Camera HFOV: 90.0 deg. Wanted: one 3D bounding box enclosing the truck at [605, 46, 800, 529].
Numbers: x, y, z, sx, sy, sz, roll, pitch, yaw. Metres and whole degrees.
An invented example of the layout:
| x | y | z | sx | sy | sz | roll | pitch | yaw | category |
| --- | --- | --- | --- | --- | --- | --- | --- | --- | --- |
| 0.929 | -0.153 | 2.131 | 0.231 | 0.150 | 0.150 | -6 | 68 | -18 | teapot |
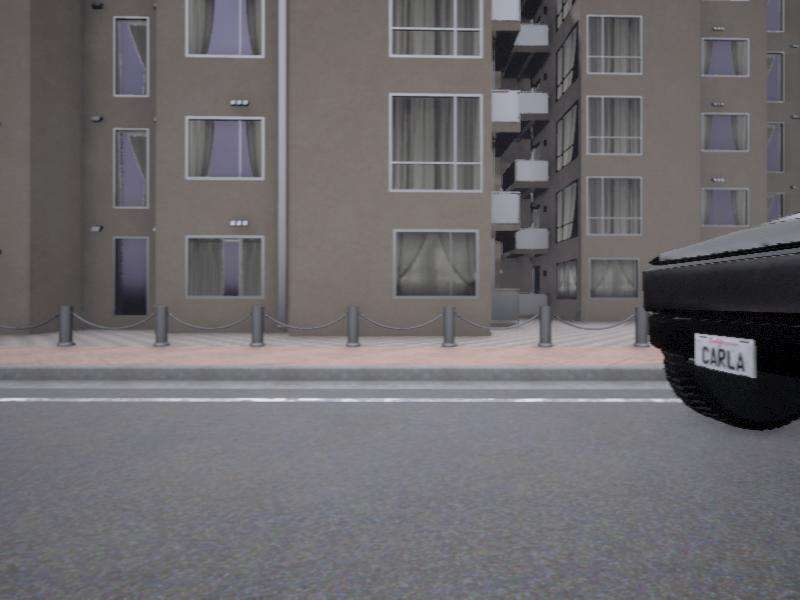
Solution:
| x | y | z | sx | sy | sz | roll | pitch | yaw | category |
| --- | --- | --- | --- | --- | --- | --- | --- | --- | --- |
| 4.876 | -0.053 | 2.197 | 6.274 | 2.098 | 2.390 | 0 | 0 | 0 | truck |
